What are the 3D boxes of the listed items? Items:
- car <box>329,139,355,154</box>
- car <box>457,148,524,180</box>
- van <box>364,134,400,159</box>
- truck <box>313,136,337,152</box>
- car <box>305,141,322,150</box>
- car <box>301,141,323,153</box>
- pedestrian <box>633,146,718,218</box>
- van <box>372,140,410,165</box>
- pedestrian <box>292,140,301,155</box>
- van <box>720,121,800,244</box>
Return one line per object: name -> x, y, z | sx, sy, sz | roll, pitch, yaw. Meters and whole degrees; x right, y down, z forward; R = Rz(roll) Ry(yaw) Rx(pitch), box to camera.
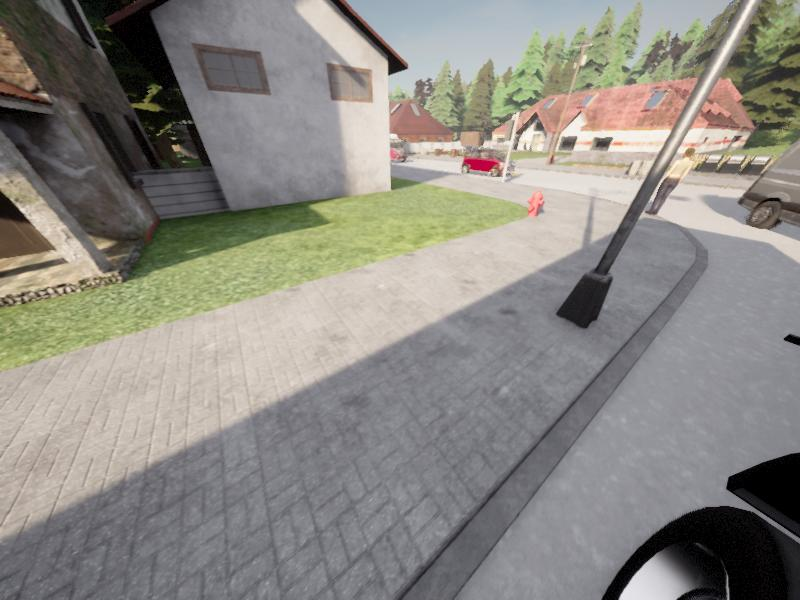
car -> -10.366, -27.359, 40.994 | 2.150, 2.045, 5.566 | -22, 41, -27
car -> 6.045, -9.405, 15.836 | 1.789, 1.549, 3.705 | -22, 41, -27
van -> -2.543, -21.039, 31.541 | 1.988, 2.561, 5.915 | -22, 40, -27
truck -> -15.236, -31.595, 46.662 | 2.627, 2.467, 5.204 | -22, 40, -27
car -> -19.565, -34.737, 51.970 | 2.038, 1.542, 4.974 | -21, 40, -27
car -> -16.090, -27.914, 42.149 | 2.242, 1.667, 4.611 | -22, 41, -28
pedestrian -> 8.341, -3.626, 7.141 | 0.751, 1.860, 0.751 | 14, 38, 19
van -> -1.040, -15.497, 24.153 | 1.775, 1.987, 4.442 | -22, 41, -27
pedestrian -> -15.562, -22.959, 34.737 | 0.751, 1.860, 0.751 | -22, 41, -28
van -> 10.812, -2.055, 4.529 | 1.988, 2.561, 5.915 | 14, 38, 14
